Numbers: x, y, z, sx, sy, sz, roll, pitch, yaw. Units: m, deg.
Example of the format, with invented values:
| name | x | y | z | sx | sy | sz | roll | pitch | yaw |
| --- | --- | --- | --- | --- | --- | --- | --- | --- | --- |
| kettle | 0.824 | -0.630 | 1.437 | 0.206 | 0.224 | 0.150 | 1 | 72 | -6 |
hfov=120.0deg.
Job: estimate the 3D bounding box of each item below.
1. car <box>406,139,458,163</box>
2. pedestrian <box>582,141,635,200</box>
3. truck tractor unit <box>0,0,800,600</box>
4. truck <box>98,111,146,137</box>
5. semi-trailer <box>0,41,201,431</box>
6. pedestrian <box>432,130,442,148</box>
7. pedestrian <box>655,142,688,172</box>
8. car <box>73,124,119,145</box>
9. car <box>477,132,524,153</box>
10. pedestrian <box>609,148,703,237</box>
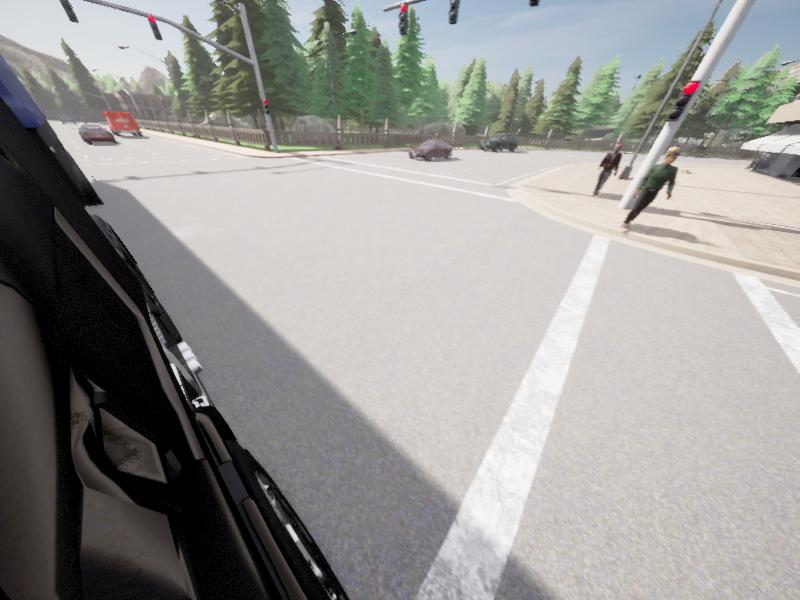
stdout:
| name | x | y | z | sx | sy | sz | roll | pitch | yaw |
| --- | --- | --- | --- | --- | --- | --- | --- | --- | --- |
| car | 2.773 | -12.829 | 19.736 | 1.812 | 1.442 | 4.674 | 30 | 45 | 32 |
| pedestrian | 7.994 | -4.986 | 8.911 | 0.751 | 1.860 | 0.751 | 28 | 44 | 30 |
| truck tractor unit | -2.645 | -0.295 | 0.351 | 6.516 | 4.208 | 3.053 | 28 | 44 | 30 |
| truck | -36.100 | -22.784 | 29.973 | 5.204 | 2.467 | 2.627 | 28 | 44 | 30 |
| semi-trailer | -8.703 | -3.590 | 4.242 | 14.254 | 4.402 | 2.717 | 28 | 43 | 30 |
| pedestrian | 4.677 | -20.420 | 29.363 | 0.751 | 1.860 | 0.751 | -25 | 45 | -32 |
| pedestrian | 20.576 | -10.891 | 17.571 | 0.751 | 1.860 | 0.751 | 26 | 43 | 28 |
| car | -28.861 | -15.753 | 21.918 | 4.181 | 1.385 | 1.994 | 28 | 44 | 30 |
| car | 13.212 | -20.746 | 30.454 | 5.566 | 2.045 | 2.150 | -16 | 41 | -24 |
| pedestrian | 6.278 | -2.699 | 5.842 | 0.751 | 1.860 | 0.751 | 25 | 42 | 27 |
